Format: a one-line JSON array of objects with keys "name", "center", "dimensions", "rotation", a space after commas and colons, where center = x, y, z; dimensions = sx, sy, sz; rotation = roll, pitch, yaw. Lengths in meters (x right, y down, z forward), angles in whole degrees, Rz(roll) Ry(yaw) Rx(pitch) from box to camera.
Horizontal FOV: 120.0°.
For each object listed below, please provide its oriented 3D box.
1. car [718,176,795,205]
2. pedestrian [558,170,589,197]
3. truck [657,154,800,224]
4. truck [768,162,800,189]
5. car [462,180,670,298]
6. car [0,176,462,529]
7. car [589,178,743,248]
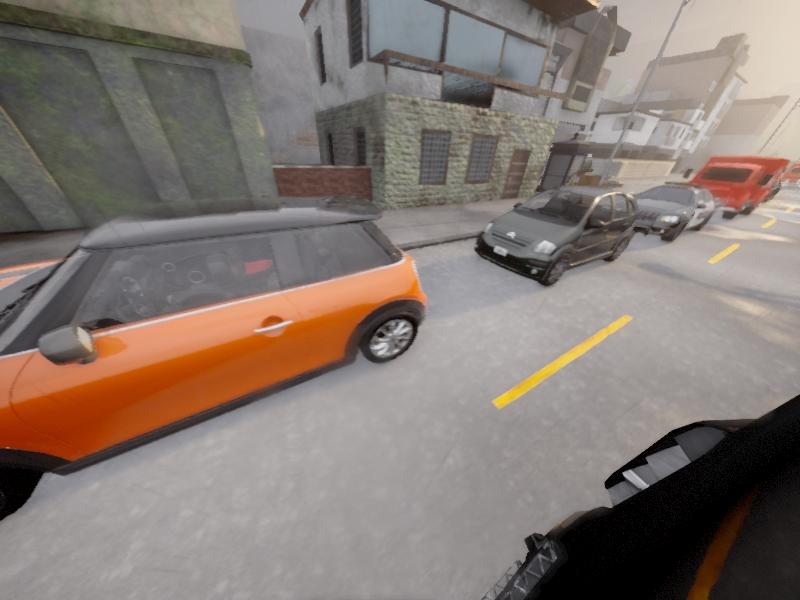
[{"name": "car", "center": [25.430, -7.900, 16.456], "dimensions": [5.357, 1.411, 2.033], "rotation": [-16, 38, -26]}, {"name": "pedestrian", "center": [10.174, -6.837, 13.587], "dimensions": [0.751, 1.300, 0.751], "rotation": [-10, 36, -18]}, {"name": "truck", "center": [16.181, -5.653, 11.413], "dimensions": [5.204, 2.467, 2.627], "rotation": [-16, 38, -26]}, {"name": "truck", "center": [47.162, -14.656, 27.270], "dimensions": [5.204, 2.467, 2.627], "rotation": [-16, 38, -27]}, {"name": "car", "center": [3.702, -1.668, 5.281], "dimensions": [3.988, 1.617, 1.851], "rotation": [-16, 38, -26]}, {"name": "car", "center": [-1.962, -0.095, 2.325], "dimensions": [4.553, 1.767, 2.097], "rotation": [-16, 38, -26]}, {"name": "car", "center": [9.517, -3.328, 8.276], "dimensions": [4.974, 1.542, 2.038], "rotation": [-16, 38, -26]}]
